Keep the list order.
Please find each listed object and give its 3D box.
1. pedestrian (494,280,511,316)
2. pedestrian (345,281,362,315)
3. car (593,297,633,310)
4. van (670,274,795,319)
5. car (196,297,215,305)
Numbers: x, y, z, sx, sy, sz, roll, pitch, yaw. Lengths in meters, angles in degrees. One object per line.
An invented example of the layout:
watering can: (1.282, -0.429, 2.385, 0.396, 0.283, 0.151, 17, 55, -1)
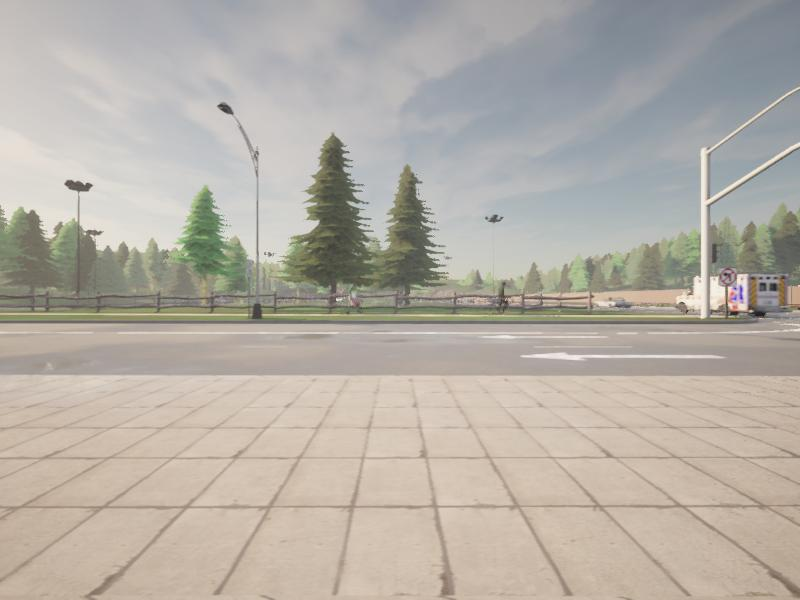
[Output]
pedestrian: (5.501, -0.108, 21.413, 0.751, 1.860, 0.751, 0, 0, 3)
pedestrian: (-2.557, -0.120, 22.062, 0.751, 1.860, 0.751, 0, 0, 4)
car: (23.325, 0.376, 44.005, 1.895, 1.301, 4.718, 0, 0, -1)
van: (20.023, -0.195, 24.684, 2.351, 2.431, 6.366, 0, 0, -1)
car: (-38.115, 0.172, 78.612, 1.851, 1.617, 3.988, 0, 0, 0)
